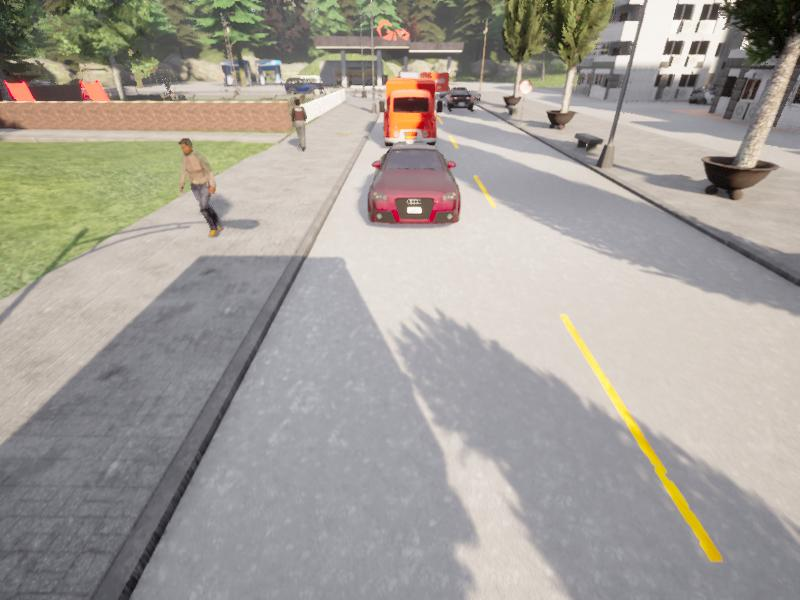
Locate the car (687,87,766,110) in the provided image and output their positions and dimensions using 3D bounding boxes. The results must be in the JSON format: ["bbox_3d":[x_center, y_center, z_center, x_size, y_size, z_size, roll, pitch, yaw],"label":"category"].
[{"bbox_3d":[28.287,-17.623,34.932,4.974,1.542,2.038,17,34,26],"label":"car"}]

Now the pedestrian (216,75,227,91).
[{"bbox_3d":[-23.942,-29.128,53.681,0.751,1.860,0.751,4,31,7],"label":"pedestrian"}]

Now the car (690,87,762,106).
[{"bbox_3d":[28.242,-17.773,34.875,4.536,1.218,1.853,17,34,26],"label":"car"}]

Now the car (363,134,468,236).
[{"bbox_3d":[0.331,-2.988,9.737,1.994,1.385,4.181,1,30,1],"label":"car"}]

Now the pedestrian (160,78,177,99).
[{"bbox_3d":[-23.338,-21.372,40.396,0.751,1.860,0.751,1,30,1],"label":"pedestrian"}]

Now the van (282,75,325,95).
[{"bbox_3d":[-11.574,-25.855,48.123,4.480,2.038,2.069,1,30,1],"label":"van"}]

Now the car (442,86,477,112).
[{"bbox_3d":[4.678,-16.193,32.134,2.038,1.542,4.974,0,31,0],"label":"car"}]

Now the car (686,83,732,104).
[{"bbox_3d":[28.666,-19.245,37.219,1.845,1.501,3.633,6,31,10],"label":"car"}]

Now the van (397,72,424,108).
[{"bbox_3d":[0.845,-18.528,35.112,1.988,2.561,5.915,-1,30,-2],"label":"van"}]

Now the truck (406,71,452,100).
[{"bbox_3d":[2.943,-22.834,42.536,2.627,2.467,5.204,-11,32,-21],"label":"truck"}]

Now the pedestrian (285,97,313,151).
[{"bbox_3d":[-3.900,-6.835,15.568,0.751,1.860,0.751,-2,30,-3],"label":"pedestrian"}]

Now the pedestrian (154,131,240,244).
[{"bbox_3d":[-3.707,-2.087,7.460,0.751,1.860,0.751,6,31,10],"label":"pedestrian"}]

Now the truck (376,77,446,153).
[{"bbox_3d":[0.459,-8.439,17.912,2.627,2.467,5.204,0,32,1],"label":"truck"}]

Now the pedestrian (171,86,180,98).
[{"bbox_3d":[-23.131,-21.416,41.224,0.500,1.100,0.500,-8,31,-14],"label":"pedestrian"}]

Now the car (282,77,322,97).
[{"bbox_3d":[-10.892,-23.800,44.763,3.866,1.878,1.905,1,30,2],"label":"car"}]
